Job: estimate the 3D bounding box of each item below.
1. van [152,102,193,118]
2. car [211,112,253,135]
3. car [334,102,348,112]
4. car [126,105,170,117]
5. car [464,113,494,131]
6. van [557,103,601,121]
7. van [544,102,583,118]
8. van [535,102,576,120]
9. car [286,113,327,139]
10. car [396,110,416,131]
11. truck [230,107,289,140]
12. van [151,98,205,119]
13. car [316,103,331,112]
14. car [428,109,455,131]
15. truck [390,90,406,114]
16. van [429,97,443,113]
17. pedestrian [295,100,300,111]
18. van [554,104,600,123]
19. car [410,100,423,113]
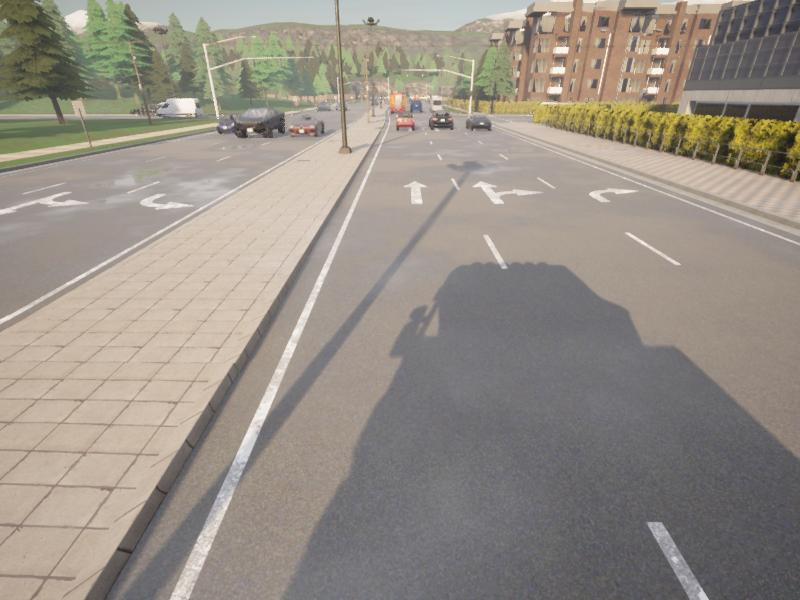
[{"bbox_3d":[-33.545,-28.054,59.070,4.480,2.038,2.069,0,27,1],"label":"van"},{"bbox_3d":[-14.500,-15.381,34.838,1.851,1.617,3.988,0,27,0],"label":"car"},{"bbox_3d":[-11.943,-39.207,81.208,2.033,1.649,4.856,0,29,0],"label":"car"},{"bbox_3d":[-39.219,-29.522,62.368,5.238,1.638,1.930,0,27,1],"label":"car"},{"bbox_3d":[7.531,-17.192,38.605,1.994,1.385,4.181,0,27,0],"label":"car"},{"bbox_3d":[22.969,-24.257,51.621,4.480,2.038,2.069,0,27,1],"label":"van"},{"bbox_3d":[23.611,-27.449,57.838,4.480,2.038,2.069,0,27,1],"label":"van"},{"bbox_3d":[21.233,-25.871,54.767,4.480,2.038,2.069,0,27,1],"label":"van"},{"bbox_3d":[-7.511,-14.293,32.696,2.152,1.651,5.027,0,27,0],"label":"car"},{"bbox_3d":[0.528,-17.659,39.260,1.851,1.617,3.988,0,27,0],"label":"car"},{"bbox_3d":[-11.017,-14.221,32.035,2.390,2.098,6.274,0,27,0],"label":"truck"},{"bbox_3d":[-30.911,-26.677,55.794,5.915,2.561,1.988,0,27,1],"label":"van"},{"bbox_3d":[-15.415,-38.922,80.778,2.038,1.542,4.974,0,27,0],"label":"car"},{"bbox_3d":[4.044,-17.823,39.508,2.242,1.667,4.611,0,27,1],"label":"car"},{"bbox_3d":[-0.372,-37.175,74.844,2.891,3.827,8.468,0,27,-1],"label":"truck"},{"bbox_3d":[6.633,-36.371,74.679,1.988,2.561,5.915,0,27,-1],"label":"van"},{"bbox_3d":[-20.558,-39.146,80.443,0.751,1.860,0.751,-2,27,-5],"label":"pedestrian"},{"bbox_3d":[21.399,-22.650,48.547,4.442,1.987,1.775,0,27,1],"label":"van"},{"bbox_3d":[3.092,-37.326,77.087,2.150,2.045,5.566,0,27,0],"label":"car"}]
